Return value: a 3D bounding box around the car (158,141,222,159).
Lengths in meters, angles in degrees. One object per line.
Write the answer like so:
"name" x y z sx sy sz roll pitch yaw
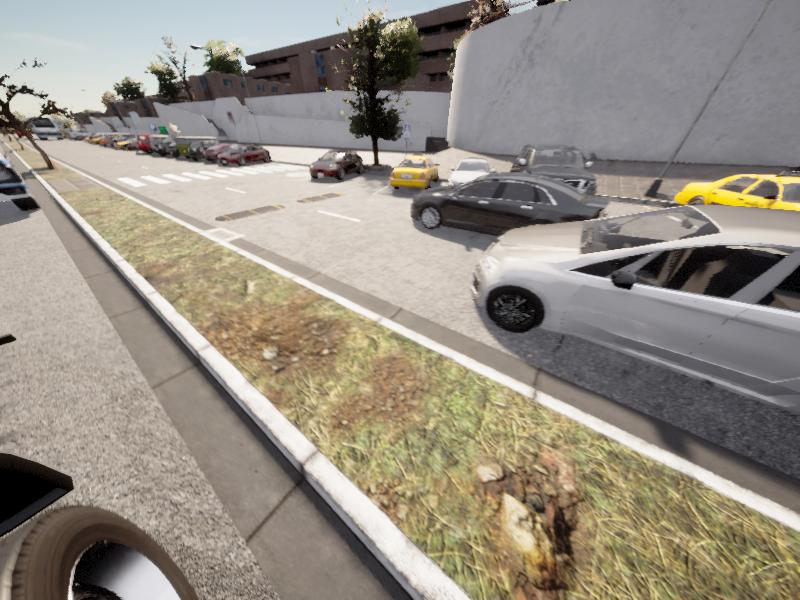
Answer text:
"car" -23.542 -17.120 26.201 2.231 1.521 4.892 9 36 12

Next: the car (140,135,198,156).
"car" -28.436 -19.282 28.750 1.878 1.987 4.442 10 36 12

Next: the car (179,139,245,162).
"car" -18.670 -15.171 23.340 2.185 1.767 4.553 9 36 12

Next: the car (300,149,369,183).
"car" -3.962 -8.897 15.081 2.163 1.488 4.792 10 36 12

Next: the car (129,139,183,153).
"car" -33.296 -21.173 31.760 2.002 1.452 4.674 10 36 12

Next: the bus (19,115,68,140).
"bus" -81.703 -39.362 52.931 10.273 4.253 3.944 23 41 27

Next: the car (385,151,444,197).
"car" 0.993 -6.992 12.446 1.946 1.575 5.366 9 36 12

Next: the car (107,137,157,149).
"car" -43.048 -25.326 37.288 2.163 1.488 4.792 10 36 12

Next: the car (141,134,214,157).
"car" -25.974 -18.332 27.422 2.435 2.045 5.566 10 36 12

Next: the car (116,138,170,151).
"car" -38.178 -23.222 34.490 2.163 1.488 4.792 10 36 11

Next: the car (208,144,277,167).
"car" -13.774 -12.999 20.652 2.163 1.488 4.792 10 36 12

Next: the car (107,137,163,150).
"car" -40.653 -24.197 35.722 1.946 1.575 5.366 10 36 11

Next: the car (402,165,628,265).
"car" 2.593 -2.605 6.312 4.892 1.490 1.837 22 41 28

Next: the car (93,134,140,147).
"car" -50.374 -28.558 41.249 2.185 1.767 4.553 10 36 11

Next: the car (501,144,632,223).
"car" 5.863 -5.034 9.336 2.435 2.045 5.566 10 36 12

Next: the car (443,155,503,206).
"car" 3.408 -5.835 10.928 2.002 1.452 4.674 10 36 12

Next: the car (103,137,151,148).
"car" -45.495 -26.343 38.634 2.002 1.452 4.674 10 36 12

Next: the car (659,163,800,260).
"car" 10.723 -2.724 6.548 1.946 1.575 5.366 10 36 12

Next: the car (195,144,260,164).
"car" -16.229 -14.031 22.073 2.002 1.452 4.674 9 36 12

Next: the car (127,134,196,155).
"car" -30.845 -20.405 30.238 2.435 2.045 5.566 10 36 12

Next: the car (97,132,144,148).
"car" -47.943 -27.538 39.755 1.878 1.987 4.442 11 36 11

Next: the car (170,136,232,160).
"car" -21.069 -16.354 24.785 1.878 1.987 4.442 9 36 12

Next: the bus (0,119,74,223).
"bus" -16.444 -5.540 7.709 10.273 4.253 3.944 23 41 28

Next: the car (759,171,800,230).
"car" 13.232 -2.038 5.168 2.435 2.045 5.566 9 35 12

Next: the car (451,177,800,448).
"car" 3.344 -0.245 2.836 4.611 1.667 2.242 22 41 28
